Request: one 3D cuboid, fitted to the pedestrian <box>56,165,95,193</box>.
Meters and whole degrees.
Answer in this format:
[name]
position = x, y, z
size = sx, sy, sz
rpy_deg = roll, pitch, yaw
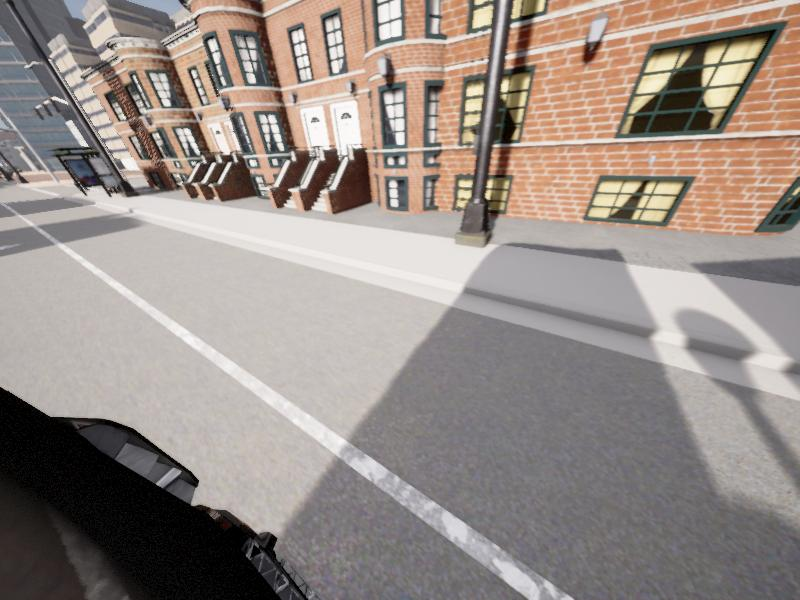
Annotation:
[pedestrian]
position = -25.272, -9.416, 18.033
size = 0.751, 1.860, 0.751
rpy_deg = 4, 34, 10
